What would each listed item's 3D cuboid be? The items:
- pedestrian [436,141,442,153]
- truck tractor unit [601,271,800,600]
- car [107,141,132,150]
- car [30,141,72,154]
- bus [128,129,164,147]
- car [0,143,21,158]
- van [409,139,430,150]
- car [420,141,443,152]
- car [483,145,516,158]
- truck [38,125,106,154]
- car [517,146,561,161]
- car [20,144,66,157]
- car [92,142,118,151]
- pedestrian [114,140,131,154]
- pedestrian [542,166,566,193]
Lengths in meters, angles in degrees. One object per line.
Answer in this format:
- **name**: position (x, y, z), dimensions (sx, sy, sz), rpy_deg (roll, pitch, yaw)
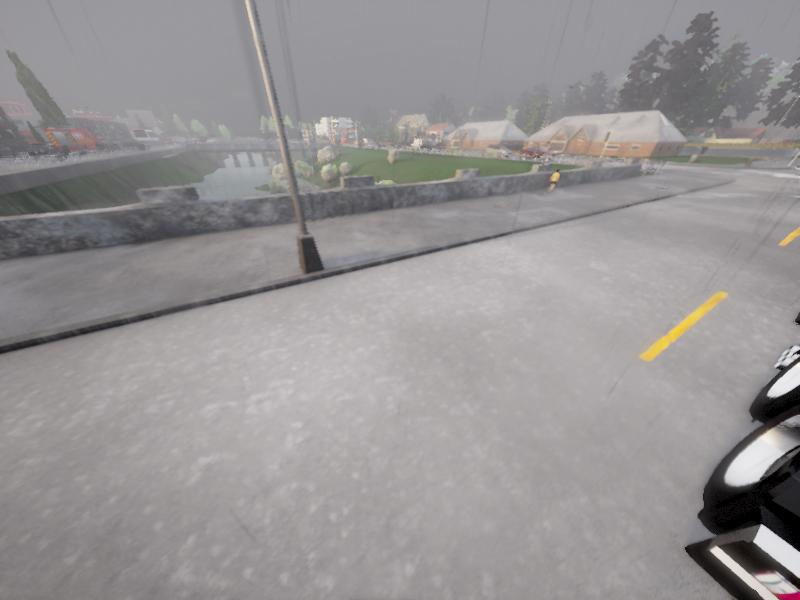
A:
- **pedestrian**: position (7.498, -29.573, 44.689), dimensions (0.751, 1.860, 0.751), rpy_deg (15, 37, 20)
- **truck tractor unit**: position (5.123, -0.287, 0.768), dimensions (6.516, 4.208, 3.053), rpy_deg (-18, 39, -24)
- **car**: position (-64.636, -35.755, 53.361), dimensions (2.038, 1.542, 4.974), rpy_deg (-17, 39, -24)
- **car**: position (-60.205, -26.455, 40.003), dimensions (1.930, 1.638, 5.238), rpy_deg (-17, 39, -24)
- **bus**: position (-76.493, -49.015, 69.959), dimensions (3.944, 4.253, 10.273), rpy_deg (-17, 39, -24)
- **car**: position (-53.895, -19.892, 30.665), dimensions (1.851, 1.617, 3.988), rpy_deg (-17, 39, -24)
- **van**: position (4.977, -41.404, 61.384), dimensions (2.351, 2.431, 6.366), rpy_deg (-17, 39, -24)
- **car**: position (6.967, -34.452, 51.756), dimensions (2.150, 2.045, 5.566), rpy_deg (-17, 38, -23)
- **car**: position (16.309, -24.537, 38.055), dimensions (2.007, 1.525, 4.514), rpy_deg (-17, 39, -24)
- **truck**: position (-55.932, -27.657, 39.850), dimensions (2.891, 3.827, 8.468), rpy_deg (-17, 39, -24)
- **car**: position (19.742, -21.013, 33.016), dimensions (1.882, 1.535, 5.008), rpy_deg (-17, 38, -23)
- **car**: position (-50.897, -21.451, 33.048), dimensions (1.816, 1.474, 4.193), rpy_deg (-17, 39, -24)
- **car**: position (-60.759, -31.687, 47.647), dimensions (1.816, 1.474, 4.193), rpy_deg (-17, 39, -24)
- **pedestrian**: position (-43.173, -23.847, 36.000), dimensions (0.751, 1.860, 0.751), rpy_deg (-12, 37, -18)
- **pedestrian**: position (7.584, -5.922, 11.390), dimensions (0.500, 1.100, 0.500), rpy_deg (-18, 39, -24)
